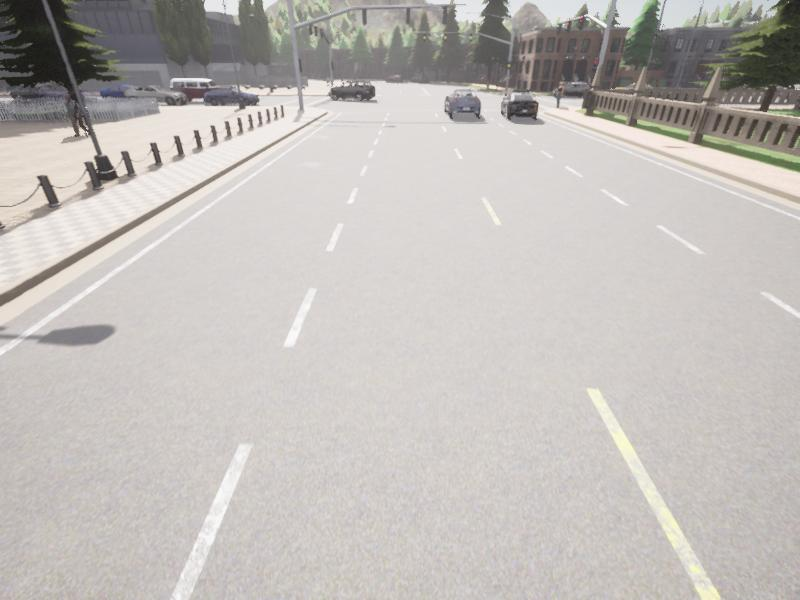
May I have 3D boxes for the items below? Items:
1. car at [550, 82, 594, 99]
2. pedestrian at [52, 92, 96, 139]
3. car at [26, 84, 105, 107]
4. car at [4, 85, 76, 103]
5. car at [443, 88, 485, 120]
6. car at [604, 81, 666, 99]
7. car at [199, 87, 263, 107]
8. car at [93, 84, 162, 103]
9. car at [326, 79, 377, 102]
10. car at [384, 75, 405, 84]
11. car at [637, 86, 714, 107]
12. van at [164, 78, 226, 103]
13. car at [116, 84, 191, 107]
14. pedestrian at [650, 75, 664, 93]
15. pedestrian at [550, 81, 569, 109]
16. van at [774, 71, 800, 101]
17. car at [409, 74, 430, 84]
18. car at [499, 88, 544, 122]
[{"bbox_3d":[18.806,-22.973,43.835,3.806,1.475,1.970,0,30,1],"label":"car"},{"bbox_3d":[-14.764,-8.387,18.170,0.751,1.860,0.751,-4,31,-6],"label":"pedestrian"},{"bbox_3d":[-29.579,-18.157,35.490,4.856,1.649,2.033,0,30,1],"label":"car"},{"bbox_3d":[-34.698,-19.910,38.627,4.892,1.490,1.837,0,30,1],"label":"car"},{"bbox_3d":[4.359,-13.836,28.070,2.152,1.651,5.027,1,30,1],"label":"car"},{"bbox_3d":[25.600,-22.958,43.700,5.366,1.575,1.801,0,30,1],"label":"car"},{"bbox_3d":[-14.851,-17.924,35.259,4.674,1.442,1.812,1,30,2],"label":"car"},{"bbox_3d":[-26.117,-19.855,38.481,5.008,1.535,1.882,1,30,1],"label":"car"},{"bbox_3d":[-4.807,-20.941,39.987,4.605,1.855,1.932,13,32,20],"label":"car"},{"bbox_3d":[-1.222,-46.028,83.301,2.163,1.488,4.792,-17,34,-26],"label":"car"},{"bbox_3d":[23.764,-17.658,34.703,4.902,1.511,2.128,1,30,1],"label":"car"},{"bbox_3d":[-19.521,-20.013,38.246,4.480,2.038,2.069,0,30,1],"label":"van"},{"bbox_3d":[-21.649,-18.087,35.368,5.027,1.651,2.152,0,30,1],"label":"car"},{"bbox_3d":[31.695,-26.595,49.290,0.751,1.860,0.751,0,30,1],"label":"pedestrian"},{"bbox_3d":[12.329,-15.840,30.906,0.751,1.860,0.751,-11,32,-18],"label":"pedestrian"},{"bbox_3d":[41.988,-21.485,40.172,5.915,2.561,1.988,0,30,1],"label":"van"},{"bbox_3d":[3.947,-44.903,81.313,2.242,1.667,4.611,-15,33,-23],"label":"car"},{"bbox_3d":[8.087,-13.316,27.159,1.930,1.638,5.238,3,30,5],"label":"car"}]
